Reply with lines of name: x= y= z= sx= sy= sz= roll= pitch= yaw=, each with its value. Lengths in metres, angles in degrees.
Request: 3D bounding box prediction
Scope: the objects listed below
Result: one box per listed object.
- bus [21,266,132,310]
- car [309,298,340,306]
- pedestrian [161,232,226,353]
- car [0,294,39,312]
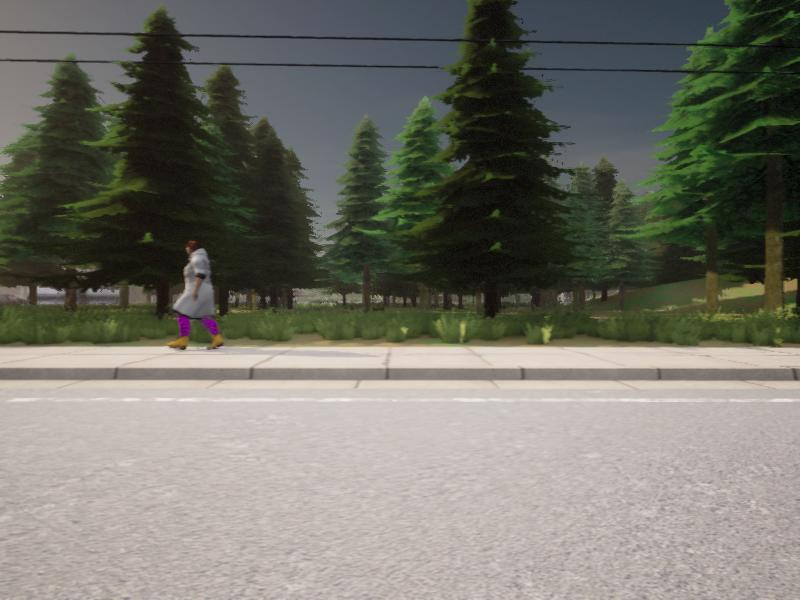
bus: x=-34.512 y=-1.143 z=43.556 sx=3.944 sy=4.253 sz=10.273 roll=0 pitch=0 yaw=-1
car: x=-12.350 y=0.330 z=65.501 sx=4.718 sy=1.301 sz=1.895 roll=0 pitch=0 yaw=-2
pedestrian: x=-3.369 y=-0.119 z=6.601 sx=0.751 sy=1.860 sz=0.751 roll=0 pitch=0 yaw=-9
car: x=-34.202 y=0.242 z=34.381 sx=2.163 sy=1.488 sz=4.792 roll=0 pitch=0 yaw=-1
